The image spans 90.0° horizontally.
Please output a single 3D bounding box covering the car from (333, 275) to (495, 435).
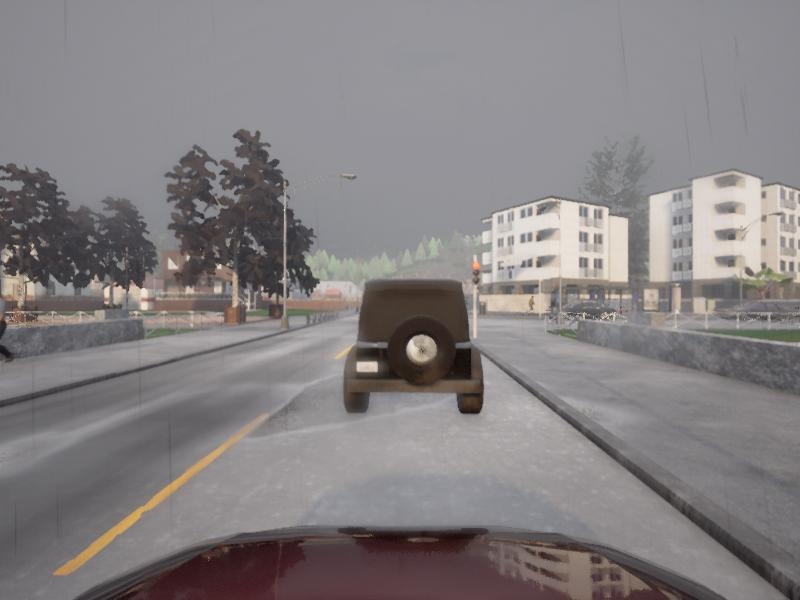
[{"bbox_3d":[0.220,0.640,6.639,1.905,1.878,3.866,0,0,2],"label":"car"}]

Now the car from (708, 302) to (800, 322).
[{"bbox_3d":[26.401,0.869,29.726,5.357,1.411,2.033,0,0,2],"label":"car"}]

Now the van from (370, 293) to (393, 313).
[{"bbox_3d":[-2.300,0.338,51.361,2.351,2.431,6.366,0,0,2],"label":"van"}]

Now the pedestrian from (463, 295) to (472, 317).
[{"bbox_3d":[5.875,0.496,34.875,0.751,1.860,0.751,0,0,5],"label":"pedestrian"}]

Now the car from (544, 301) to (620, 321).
[{"bbox_3d":[13.580,0.819,30.121,4.892,1.490,1.837,0,0,2],"label":"car"}]

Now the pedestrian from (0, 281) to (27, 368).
[{"bbox_3d":[-8.897,0.527,8.762,0.751,1.860,0.751,0,0,5],"label":"pedestrian"}]

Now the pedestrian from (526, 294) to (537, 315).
[{"bbox_3d":[11.901,0.387,36.218,0.751,1.860,0.751,0,0,2],"label":"pedestrian"}]
